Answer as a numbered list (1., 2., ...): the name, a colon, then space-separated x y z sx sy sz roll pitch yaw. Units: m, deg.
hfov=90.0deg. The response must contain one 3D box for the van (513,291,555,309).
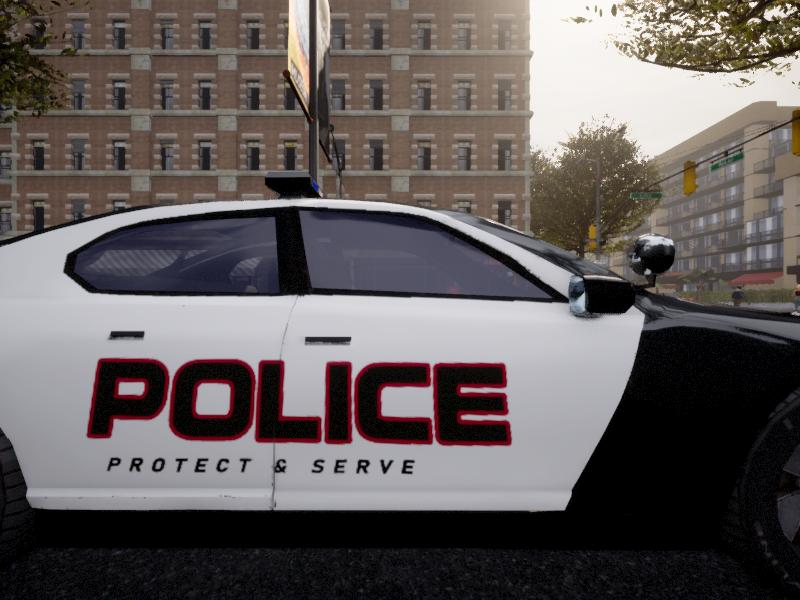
1. van: 15.894 -0.005 47.518 4.442 1.987 1.775 0 0 38

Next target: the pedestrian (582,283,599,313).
1. pedestrian: 12.098 -0.115 25.423 0.751 1.860 0.751 0 0 -45

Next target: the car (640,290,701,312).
1. car: 23.006 0.094 34.242 2.097 1.767 4.553 0 0 0

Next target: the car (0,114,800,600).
1. car: -0.057 0.226 2.190 4.974 1.542 2.038 0 0 0

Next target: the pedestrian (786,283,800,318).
1. pedestrian: 21.683 0.037 21.748 0.751 1.860 0.751 0 0 -22

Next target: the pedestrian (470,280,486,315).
1. pedestrian: 4.242 -0.115 21.791 0.751 1.860 0.751 0 0 3

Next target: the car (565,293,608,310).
1. car: 19.468 0.180 41.974 2.152 1.651 5.027 0 0 0

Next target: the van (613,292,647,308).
1. van: 29.912 -0.002 52.176 1.775 1.987 4.442 0 0 0

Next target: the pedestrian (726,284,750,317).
1. pedestrian: 19.131 0.037 22.662 0.751 1.860 0.751 0 0 1

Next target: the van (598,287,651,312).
1. van: 19.501 -0.029 35.025 2.069 2.038 4.480 0 0 0
